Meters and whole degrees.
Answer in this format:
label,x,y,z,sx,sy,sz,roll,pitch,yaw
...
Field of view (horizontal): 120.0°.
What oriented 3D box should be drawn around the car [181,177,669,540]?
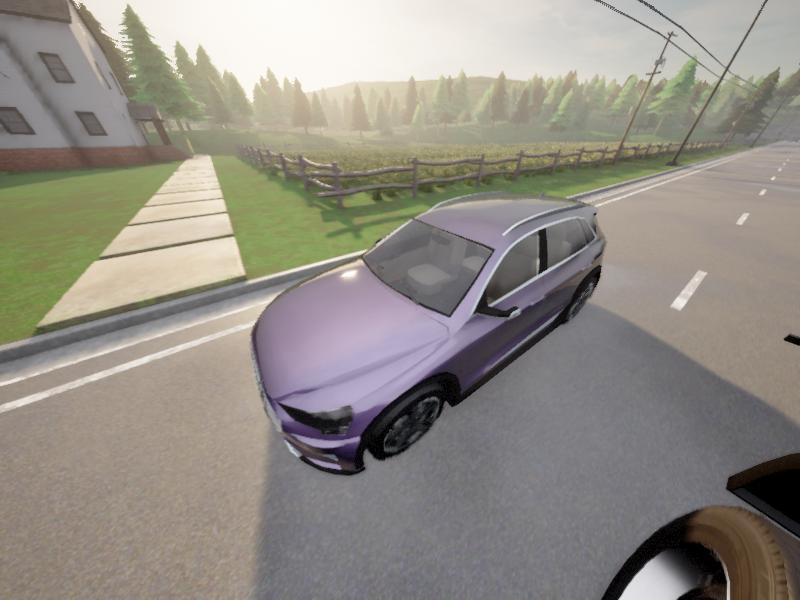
label,x,y,z,sx,sy,sz,roll,pitch,yaw
car,0.810,-0.312,2.923,4.856,1.649,2.033,-22,41,-28
